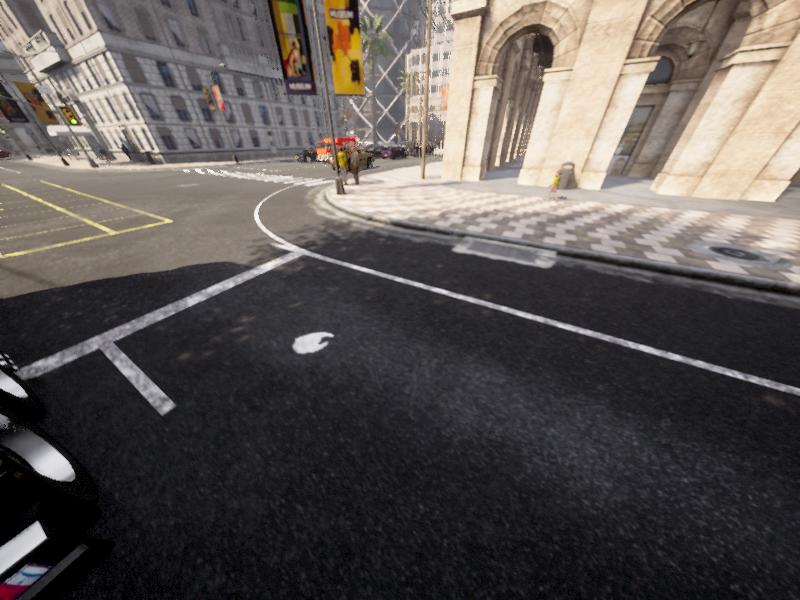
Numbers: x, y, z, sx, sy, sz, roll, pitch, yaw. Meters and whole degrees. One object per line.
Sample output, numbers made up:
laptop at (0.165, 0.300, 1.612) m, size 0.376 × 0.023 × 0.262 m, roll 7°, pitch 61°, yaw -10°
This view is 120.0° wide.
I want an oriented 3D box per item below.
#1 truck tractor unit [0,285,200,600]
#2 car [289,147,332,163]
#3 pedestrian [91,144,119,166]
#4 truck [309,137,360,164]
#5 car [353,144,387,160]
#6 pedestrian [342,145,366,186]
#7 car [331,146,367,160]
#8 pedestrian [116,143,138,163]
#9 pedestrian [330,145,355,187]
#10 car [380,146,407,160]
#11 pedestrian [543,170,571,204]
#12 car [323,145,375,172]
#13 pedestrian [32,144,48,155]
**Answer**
truck tractor unit at (-5.151, -0.258, 0.732) m, size 6.516 × 4.208 × 3.053 m, roll 17°, pitch 38°, yaw 23°
car at (-10.954, -18.088, 28.734) m, size 1.837 × 1.490 × 4.892 m, roll 18°, pitch 39°, yaw 24°
pedestrian at (-29.758, -14.636, 23.304) m, size 0.751 × 1.860 × 0.751 m, roll 12°, pitch 37°, yaw 17°
truck at (-7.575, -17.863, 27.532) m, size 2.627 × 2.467 × 5.204 m, roll 17°, pitch 39°, yaw 24°
car at (-4.086, -21.054, 32.807) m, size 1.930 × 1.638 × 5.238 m, roll 18°, pitch 39°, yaw 24°
pedestrian at (-2.464, -7.295, 12.548) m, size 0.751 × 1.860 × 0.751 m, roll 24°, pitch 42°, yaw 30°
car at (-7.344, -21.716, 34.000) m, size 2.033 × 1.411 × 5.357 m, roll 18°, pitch 39°, yaw 24°
pedestrian at (-31.338, -16.884, 26.543) m, size 0.751 × 1.860 × 0.751 m, roll 21°, pitch 40°, yaw 28°
pedestrian at (-3.022, -7.090, 12.259) m, size 0.751 × 1.860 × 0.751 m, roll 8°, pitch 36°, yaw 12°
car at (-0.836, -20.200, 31.700) m, size 1.816 × 1.474 × 4.193 m, roll 18°, pitch 39°, yaw 24°
pedestrian at (6.094, -4.398, 8.986) m, size 0.500 × 1.100 × 0.500 m, roll 27°, pitch 43°, yaw 33°
car at (-4.327, -12.774, 20.707) m, size 1.932 × 1.855 × 4.605 m, roll 17°, pitch 37°, yaw 23°
pedestrian at (-70.290, -29.401, 45.087) m, size 0.751 × 1.860 × 0.751 m, roll 19°, pitch 39°, yaw 25°
